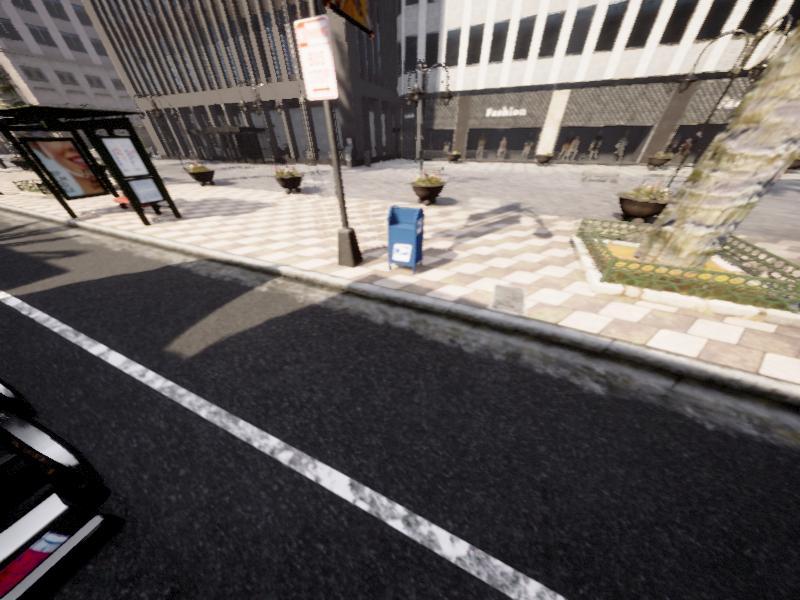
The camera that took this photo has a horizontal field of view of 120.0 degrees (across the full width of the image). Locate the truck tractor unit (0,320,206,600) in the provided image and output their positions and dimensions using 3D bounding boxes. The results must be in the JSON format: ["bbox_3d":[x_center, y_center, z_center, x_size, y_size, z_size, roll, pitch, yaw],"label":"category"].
[{"bbox_3d":[-5.212,-0.183,0.629,6.516,4.208,3.053,14,38,20],"label":"truck tractor unit"}]
